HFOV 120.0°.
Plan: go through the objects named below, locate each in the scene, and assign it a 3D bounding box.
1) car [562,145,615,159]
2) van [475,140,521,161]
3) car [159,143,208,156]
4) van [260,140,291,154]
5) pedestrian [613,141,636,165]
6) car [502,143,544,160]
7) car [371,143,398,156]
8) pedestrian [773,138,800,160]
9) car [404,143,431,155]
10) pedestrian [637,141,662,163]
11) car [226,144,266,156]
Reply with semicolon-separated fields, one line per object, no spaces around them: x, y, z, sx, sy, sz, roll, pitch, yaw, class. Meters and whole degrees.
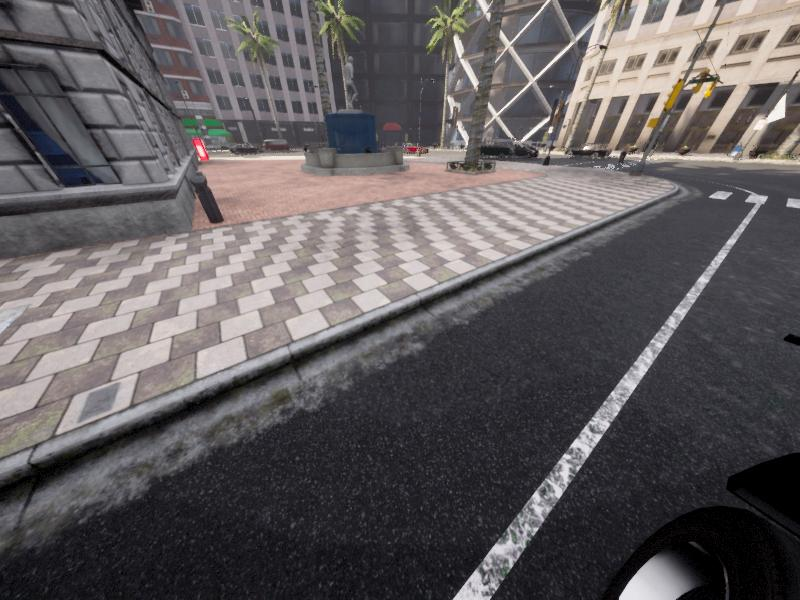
23.838;-18.894;29.449;1.895;1.301;4.718;-23;41;-29;car
11.645;-18.107;27.816;1.775;1.987;4.442;-29;44;-34;van
-34.116;-23.844;36.629;5.366;1.575;1.801;-17;39;-23;car
-22.608;-27.884;41.934;4.442;1.987;1.775;-17;39;-23;van
21.360;-13.988;21.968;0.751;1.860;0.751;-24;42;-30;pedestrian
15.266;-18.618;28.845;1.851;1.617;3.988;-27;43;-32;car
-2.267;-22.806;34.977;3.633;1.501;1.845;8;36;11;car
39.479;-15.344;23.504;0.751;1.860;0.751;30;45;35;pedestrian
2.715;-23.891;36.531;3.806;1.475;1.970;12;37;17;car
25.139;-14.947;23.304;0.751;1.860;0.751;-15;38;-20;pedestrian
-24.462;-24.081;36.960;4.902;1.511;2.128;-12;37;-16;car
